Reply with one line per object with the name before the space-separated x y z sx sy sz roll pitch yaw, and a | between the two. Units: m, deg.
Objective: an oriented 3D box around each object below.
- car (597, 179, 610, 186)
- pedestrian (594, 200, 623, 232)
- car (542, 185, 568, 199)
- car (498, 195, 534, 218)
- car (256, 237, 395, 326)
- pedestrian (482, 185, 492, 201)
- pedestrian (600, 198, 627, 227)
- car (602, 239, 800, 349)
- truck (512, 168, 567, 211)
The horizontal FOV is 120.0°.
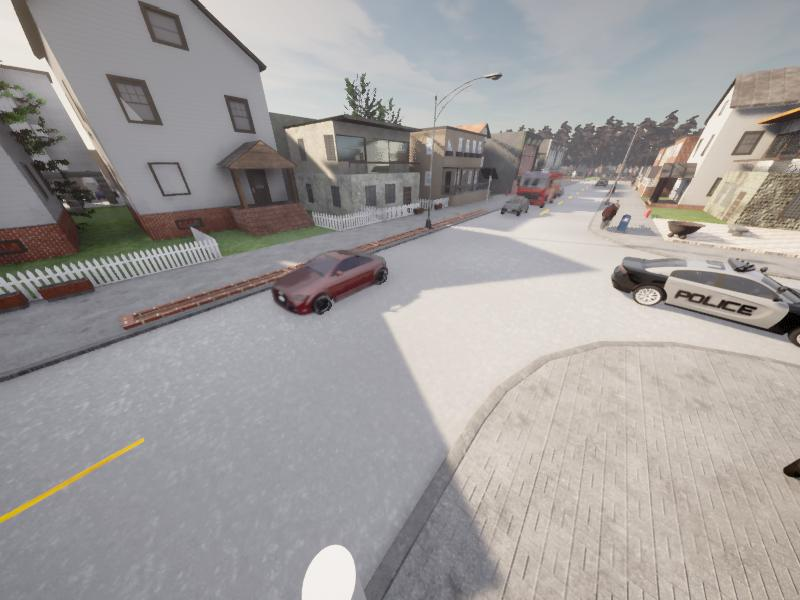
car | 50.640 -29.373 57.513 1.994 1.385 4.181 23 37 34
pedestrian | 14.281 -5.756 15.841 0.751 1.860 0.751 -24 38 -36
car | 23.396 -16.314 34.782 2.163 1.488 4.792 23 37 34
car | 11.108 -9.025 22.085 1.789 1.549 3.705 23 37 34
car | -2.328 -0.958 8.296 1.994 1.385 4.181 23 37 34
pedestrian | 11.232 -13.818 29.821 0.751 1.860 0.751 21 36 32
pedestrian | 15.746 -6.451 17.046 0.751 1.860 0.751 -24 38 -35
car | 9.794 -0.310 6.902 5.238 1.638 1.930 26 39 38
truck | 16.417 -13.182 27.006 2.891 3.827 8.468 23 37 34
